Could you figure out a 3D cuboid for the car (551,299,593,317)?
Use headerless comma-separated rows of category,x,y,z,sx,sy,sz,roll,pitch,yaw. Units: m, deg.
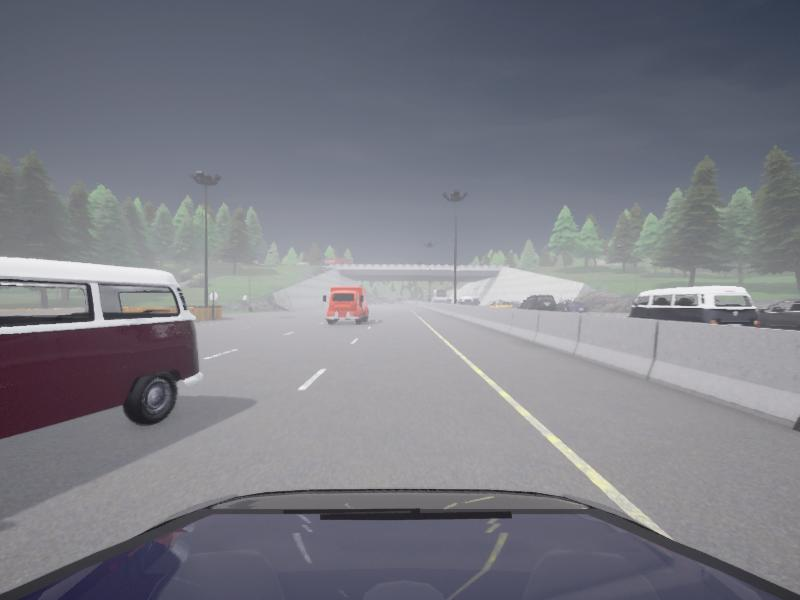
car,17.498,0.765,41.067,2.152,1.651,5.027,0,0,0

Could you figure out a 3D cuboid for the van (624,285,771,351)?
van,10.499,0.566,14.670,2.069,2.038,4.480,0,0,0

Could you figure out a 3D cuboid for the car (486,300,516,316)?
car,10.498,0.786,42.022,1.801,1.575,5.366,0,0,0

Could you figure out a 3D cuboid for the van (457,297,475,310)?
van,10.499,0.550,63.976,2.069,2.038,4.480,0,0,0

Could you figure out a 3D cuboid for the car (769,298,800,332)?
car,20.999,0.748,19.237,2.242,1.667,4.611,0,0,0

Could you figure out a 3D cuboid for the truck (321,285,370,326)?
truck,-3.502,0.346,26.843,2.627,2.467,5.204,0,0,0

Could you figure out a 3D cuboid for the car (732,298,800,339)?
car,17.501,0.750,17.404,2.242,1.667,4.611,0,0,0

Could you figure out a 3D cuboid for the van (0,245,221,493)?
van,-4.184,0.572,4.052,2.069,2.038,4.480,0,0,12

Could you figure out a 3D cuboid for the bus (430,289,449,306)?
bus,10.374,-0.577,106.245,3.944,4.253,10.273,0,0,0

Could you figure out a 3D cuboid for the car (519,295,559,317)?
car,13.998,0.553,40.694,2.150,2.045,5.566,0,0,0
